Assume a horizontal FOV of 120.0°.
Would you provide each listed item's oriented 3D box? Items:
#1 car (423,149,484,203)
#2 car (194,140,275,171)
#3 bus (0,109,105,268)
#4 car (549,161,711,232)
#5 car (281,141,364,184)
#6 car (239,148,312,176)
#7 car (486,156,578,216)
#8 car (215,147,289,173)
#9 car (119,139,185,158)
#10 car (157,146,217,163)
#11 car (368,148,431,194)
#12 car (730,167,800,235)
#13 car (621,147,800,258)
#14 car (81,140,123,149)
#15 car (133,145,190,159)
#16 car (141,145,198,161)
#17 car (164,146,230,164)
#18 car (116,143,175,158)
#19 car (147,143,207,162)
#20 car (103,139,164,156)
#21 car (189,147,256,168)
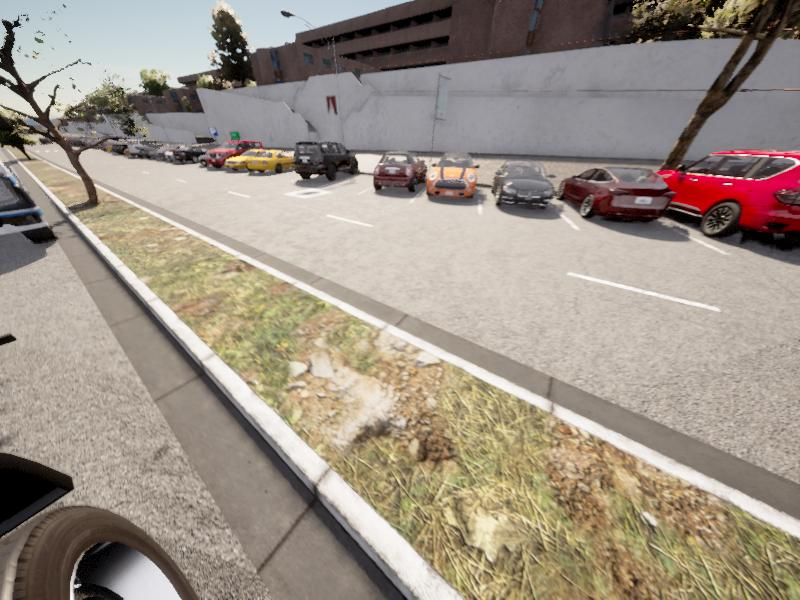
[{"bbox_3d":[2.678,-6.212,11.219,2.185,1.767,4.553,9,35,12],"label":"car"},{"bbox_3d":[-14.551,-13.216,20.933,2.435,2.045,5.566,9,35,12],"label":"car"},{"bbox_3d":[-12.779,-3.866,5.646,10.273,4.253,3.944,22,40,28],"label":"bus"},{"bbox_3d":[7.586,-4.086,8.508,2.163,1.488,4.792,9,35,12],"label":"car"},{"bbox_3d":[-4.712,-9.300,15.353,2.435,2.045,5.566,9,35,12],"label":"car"},{"bbox_3d":[-9.589,-11.158,18.430,1.946,1.575,5.366,9,35,12],"label":"car"},{"bbox_3d":[5.130,-5.095,9.870,2.231,1.521,4.892,9,35,12],"label":"car"},{"bbox_3d":[-12.137,-11.942,19.538,1.946,1.575,5.366,9,35,12],"label":"car"},{"bbox_3d":[-34.230,-21.146,32.244,2.435,2.045,5.566,9,35,12],"label":"car"},{"bbox_3d":[-24.391,-16.924,26.766,2.002,1.452,4.674,9,35,12],"label":"car"},{"bbox_3d":[0.195,-7.175,12.569,2.185,1.767,4.553,9,35,12],"label":"car"},{"bbox_3d":[12.548,-2.193,5.814,1.946,1.575,5.366,9,35,12],"label":"car"},{"bbox_3d":[10.050,-3.315,6.949,2.435,2.045,5.566,9,35,12],"label":"car"},{"bbox_3d":[-61.313,-32.058,47.629,2.163,1.488,4.792,10,36,11],"label":"car"},{"bbox_3d":[-31.774,-19.919,31.003,2.163,1.488,4.792,9,35,12],"label":"car"},{"bbox_3d":[-29.308,-18.896,29.581,2.002,1.452,4.674,9,35,12],"label":"car"},{"bbox_3d":[-21.937,-15.969,25.327,2.097,1.535,5.008,9,35,12],"label":"car"},{"bbox_3d":[-36.745,-21.828,33.614,1.946,1.575,5.366,10,35,12],"label":"car"},{"bbox_3d":[-26.841,-18.063,28.104,2.185,1.767,4.553,9,35,12],"label":"car"},{"bbox_3d":[-41.620,-24.128,36.385,2.435,2.045,5.566,10,36,12],"label":"car"},{"bbox_3d":[-17.016,-13.968,22.502,2.163,1.488,4.792,9,35,12],"label":"car"}]
